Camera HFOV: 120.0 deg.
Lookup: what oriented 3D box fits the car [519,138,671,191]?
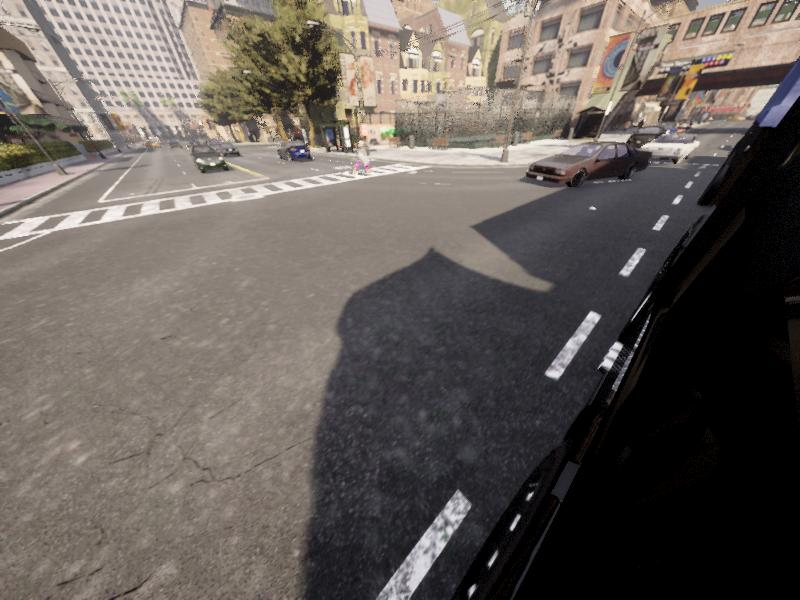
[{"bbox_3d":[8.216,-5.929,9.922,5.357,1.411,2.033,-14,38,-15],"label":"car"}]

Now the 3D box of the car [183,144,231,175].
[{"bbox_3d":[-14.333,-10.508,17.140,1.851,1.617,3.988,-28,44,-30],"label":"car"}]

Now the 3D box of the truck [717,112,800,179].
[{"bbox_3d":[17.597,-7.373,10.727,6.274,2.098,2.390,-28,44,-30],"label":"truck"}]

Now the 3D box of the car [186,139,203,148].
[{"bbox_3d":[-46.006,-35.062,51.692,2.033,1.649,4.856,-28,44,-30],"label":"car"}]

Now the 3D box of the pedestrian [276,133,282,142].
[{"bbox_3d":[-30.756,-41.324,58.691,0.751,1.860,0.751,-29,44,-30],"label":"pedestrian"}]

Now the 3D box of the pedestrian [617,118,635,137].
[{"bbox_3d":[28.271,-21.515,28.894,0.751,1.860,0.751,-27,43,-29],"label":"pedestrian"}]

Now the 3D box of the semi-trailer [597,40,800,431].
[{"bbox_3d":[8.715,-3.579,4.231,14.254,4.402,2.717,-28,44,-30],"label":"semi-trailer"}]

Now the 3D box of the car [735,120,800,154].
[{"bbox_3d":[25.536,-11.410,16.043,5.238,1.638,1.930,-28,44,-30],"label":"car"}]

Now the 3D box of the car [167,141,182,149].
[{"bbox_3d":[-52.279,-35.974,53.463,1.994,1.385,4.181,-28,44,-30],"label":"car"}]

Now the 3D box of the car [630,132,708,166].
[{"bbox_3d":[15.945,-9.003,13.666,4.718,1.301,1.895,-26,43,-28],"label":"car"}]

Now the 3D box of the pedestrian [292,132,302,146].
[{"bbox_3d":[-17.128,-26.769,38.492,0.751,1.860,0.751,29,47,35],"label":"pedestrian"}]

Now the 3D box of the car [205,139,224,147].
[{"bbox_3d":[-42.172,-35.734,52.553,2.033,1.411,5.357,-32,46,-33],"label":"car"}]

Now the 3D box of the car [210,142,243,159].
[{"bbox_3d":[-20.857,-18.048,27.751,2.033,1.411,5.357,-28,44,-30],"label":"car"}]

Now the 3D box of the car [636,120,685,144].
[{"bbox_3d":[26.485,-17.099,23.458,4.553,1.767,2.185,-28,44,-30],"label":"car"}]

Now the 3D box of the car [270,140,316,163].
[{"bbox_3d":[-10.099,-14.059,21.742,2.163,1.488,4.792,-28,44,-30],"label":"car"}]

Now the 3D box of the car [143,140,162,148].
[{"bbox_3d":[-64.375,-40.485,60.046,5.366,1.575,1.801,21,43,28],"label":"car"}]

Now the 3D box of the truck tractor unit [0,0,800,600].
[{"bbox_3d":[2.645,-0.295,0.351,6.516,4.208,3.053,-28,44,-30],"label":"truck tractor unit"}]

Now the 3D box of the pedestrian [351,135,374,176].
[{"bbox_3d":[-2.090,-8.198,13.108,0.751,1.860,0.751,-30,45,-32],"label":"pedestrian"}]

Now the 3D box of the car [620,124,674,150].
[{"bbox_3d":[21.665,-14.322,20.237,5.008,1.535,2.097,-28,44,-30],"label":"car"}]
